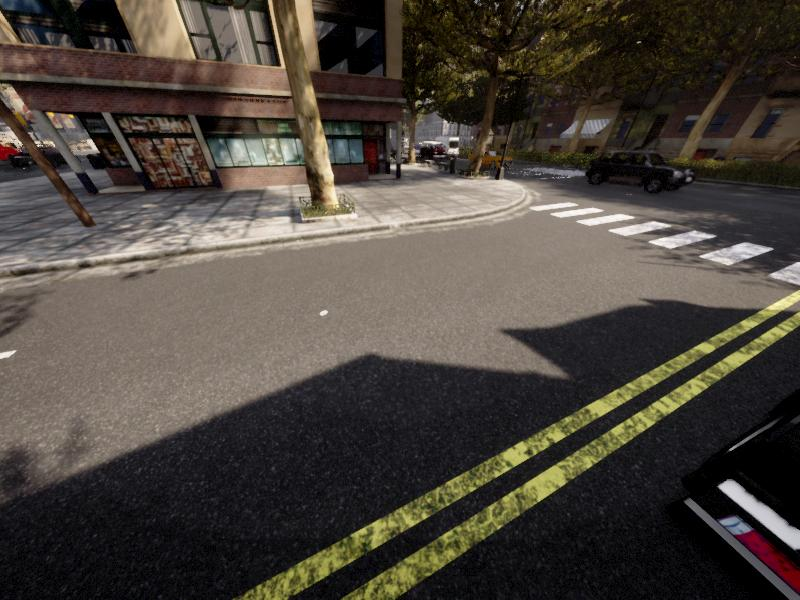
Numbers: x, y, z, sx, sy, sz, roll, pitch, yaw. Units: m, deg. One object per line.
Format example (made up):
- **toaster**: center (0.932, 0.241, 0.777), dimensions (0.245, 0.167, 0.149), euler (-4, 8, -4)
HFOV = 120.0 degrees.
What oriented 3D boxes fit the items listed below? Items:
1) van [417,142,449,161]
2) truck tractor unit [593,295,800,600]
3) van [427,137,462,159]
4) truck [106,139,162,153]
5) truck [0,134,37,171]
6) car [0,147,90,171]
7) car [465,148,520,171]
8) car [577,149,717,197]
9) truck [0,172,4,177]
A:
- **van**: center (4.278, -19.905, 30.835), dimensions (2.069, 2.038, 4.480), euler (-13, 36, -18)
- **truck tractor unit**: center (5.233, -0.156, 0.573), dimensions (6.516, 4.208, 3.053), euler (-13, 37, -17)
- **van**: center (6.359, -22.522, 34.167), dimensions (1.988, 2.561, 5.915), euler (-13, 37, -18)
- **truck**: center (-50.300, -29.360, 43.947), dimensions (6.274, 2.098, 2.390), euler (-13, 37, -18)
- **truck**: center (-34.609, -11.981, 18.810), dimensions (2.627, 2.467, 5.204), euler (-13, 38, -18)
- **car**: center (-31.781, -12.934, 21.016), dimensions (2.128, 1.511, 4.902), euler (-13, 37, -18)
- **car**: center (8.612, -13.502, 22.106), dimensions (1.882, 1.535, 5.008), euler (-13, 37, -18)
- **car**: center (13.113, -7.216, 12.814), dimensions (1.932, 1.855, 4.605), euler (-13, 37, -19)
- **truck**: center (-27.957, -7.684, 12.992), dimensions (2.390, 2.098, 6.274), euler (-13, 37, -18)
